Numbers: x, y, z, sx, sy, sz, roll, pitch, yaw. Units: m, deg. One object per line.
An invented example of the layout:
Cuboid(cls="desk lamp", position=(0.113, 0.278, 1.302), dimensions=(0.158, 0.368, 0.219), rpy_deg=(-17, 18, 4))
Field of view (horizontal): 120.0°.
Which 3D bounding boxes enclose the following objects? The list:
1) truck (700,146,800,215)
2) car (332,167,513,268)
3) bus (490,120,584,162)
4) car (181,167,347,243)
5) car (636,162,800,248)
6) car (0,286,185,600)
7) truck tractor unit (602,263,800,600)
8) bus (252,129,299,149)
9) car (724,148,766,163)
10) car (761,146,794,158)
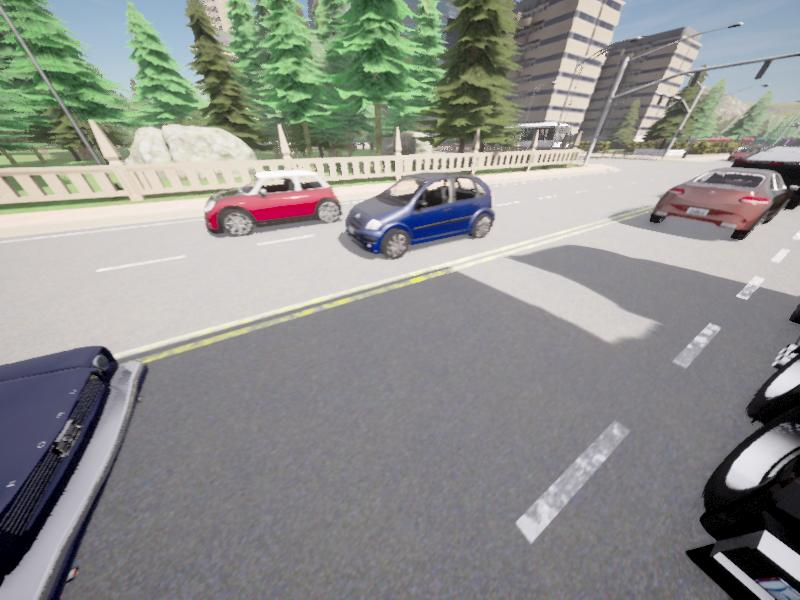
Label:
Cuboid(cls="truck", position=(16.942, -5.586, 10.333), dimensions=(6.274, 2.098, 2.390), rpy_deg=(-18, 39, -24))
Cuboid(cls="car", position=(0.607, -2.380, 6.027), dimensions=(3.988, 1.617, 1.851), rpy_deg=(-18, 39, -24))
Cuboid(cls="bus", position=(18.825, -22.733, 33.129), dimensions=(3.944, 4.253, 10.273), rpy_deg=(-18, 39, -25))
Cuboid(cls="car", position=(-3.897, -3.165, 7.237), dimensions=(3.806, 1.475, 1.970), rpy_deg=(-18, 39, -24))
Cuboid(cls="car", position=(10.450, -3.281, 7.383), dimensions=(5.027, 1.651, 2.152), rpy_deg=(-18, 39, -24))
Cuboid(cls="car", position=(-4.011, 1.555, 0.604), dimensions=(4.718, 1.301, 1.895), rpy_deg=(-18, 39, -24))
Cuboid(cls="truck tractor unit", position=(5.107, -0.306, 0.780), dimensions=(6.516, 4.208, 3.053), rpy_deg=(-18, 39, -24))
Cuboid(cls="bus", position=(-34.657, -45.204, 64.944), dimensions=(10.273, 4.253, 3.944), rpy_deg=(-6, 35, -8))
Cuboid(cls="car", position=(46.912, -19.748, 31.436), dimensions=(4.514, 1.525, 2.007), rpy_deg=(-17, 38, -23))
Cuboid(cls="car", position=(66.489, -26.098, 40.664), dimensions=(4.974, 1.542, 2.038), rpy_deg=(-18, 39, -24))
